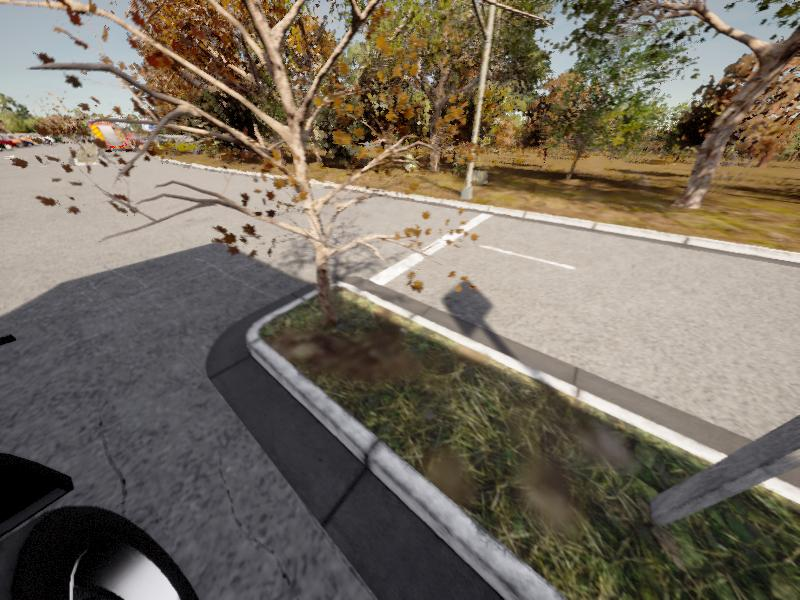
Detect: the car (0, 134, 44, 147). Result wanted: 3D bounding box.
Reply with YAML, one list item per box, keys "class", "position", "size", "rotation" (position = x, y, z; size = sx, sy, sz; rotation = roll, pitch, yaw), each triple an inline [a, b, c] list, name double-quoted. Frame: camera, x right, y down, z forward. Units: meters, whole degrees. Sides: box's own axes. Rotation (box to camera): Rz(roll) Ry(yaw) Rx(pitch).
- class: "car"
  position: [-75.313, -31.711, 45.775]
  size: [1.878, 1.987, 4.442]
  rotation: [16, 39, 22]

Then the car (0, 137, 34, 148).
- class: "car"
  position: [-69.144, -27.634, 40.486]
  size: [2.231, 1.521, 4.892]
  rotation: [16, 39, 21]

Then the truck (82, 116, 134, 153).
- class: "truck"
  position: [-41.954, -23.762, 33.293]
  size: [8.468, 3.827, 2.891]
  rotation: [29, 44, 34]

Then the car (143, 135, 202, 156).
- class: "car"
  position: [-27.730, -19.067, 28.410]
  size: [1.878, 1.987, 4.442]
  rotation: [14, 37, 17]

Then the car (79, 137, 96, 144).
- class: "car"
  position: [-79.748, -40.736, 58.992]
  size: [1.895, 1.301, 4.718]
  rotation: [-28, 44, -34]

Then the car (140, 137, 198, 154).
- class: "car"
  position: [-29.909, -20.184, 30.136]
  size: [2.185, 1.767, 4.553]
  rotation: [14, 37, 18]

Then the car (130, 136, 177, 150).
- class: "car"
  position: [-40.756, -26.073, 38.318]
  size: [2.185, 1.767, 4.553]
  rotation: [15, 37, 19]

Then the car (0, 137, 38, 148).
- class: "car"
  position: [-71.240, -28.902, 42.250]
  size: [2.097, 1.535, 5.008]
  rotation: [16, 39, 21]

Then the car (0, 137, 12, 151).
- class: "car"
  position: [-58.577, -21.342, 31.716]
  size: [2.097, 1.535, 5.008]
  rotation: [14, 39, 20]

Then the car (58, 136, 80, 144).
- class: "car"
  position: [-81.974, -39.668, 57.283]
  size: [2.242, 1.667, 4.611]
  rotation: [-28, 44, -34]

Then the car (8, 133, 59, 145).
- class: "car"
  position: [-83.572, -36.793, 52.812]
  size: [2.435, 2.045, 5.566]
  rotation: [17, 39, 22]

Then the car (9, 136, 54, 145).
- class: "car"
  position: [-81.519, -35.320, 51.191]
  size: [2.097, 1.535, 5.008]
  rotation: [16, 39, 22]

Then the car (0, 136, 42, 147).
- class: "car"
  position: [-73.379, -30.087, 43.898]
  size: [1.946, 1.575, 5.366]
  rotation: [16, 39, 21]

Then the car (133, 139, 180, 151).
- class: "car"
  position: [-38.601, -24.759, 36.777]
  size: [2.002, 1.452, 4.674]
  rotation: [14, 37, 19]

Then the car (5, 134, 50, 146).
- class: "car"
  position: [-79.421, -34.281, 49.355]
  size: [1.878, 1.987, 4.442]
  rotation: [16, 39, 22]

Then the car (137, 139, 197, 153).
- class: "car"
  position: [-32.019, -21.361, 31.988]
  size: [1.946, 1.575, 5.366]
  rotation: [14, 37, 18]

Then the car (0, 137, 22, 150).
- class: "car"
  position: [-62.835, -23.838, 35.193]
  size: [2.097, 1.535, 5.008]
  rotation: [15, 39, 20]

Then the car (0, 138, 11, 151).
- class: "car"
  position: [-56.412, -20.329, 29.872]
  size: [2.435, 2.045, 5.566]
  rotation: [14, 38, 20]

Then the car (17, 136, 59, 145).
- class: "car"
  position: [-85.609, -37.889, 54.768]
  size: [2.097, 1.535, 5.008]
  rotation: [16, 39, 22]

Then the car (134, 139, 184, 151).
- class: "car"
  position: [-36.443, -23.575, 35.132]
  size: [2.002, 1.452, 4.674]
  rotation: [14, 37, 19]

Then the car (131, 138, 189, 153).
- class: "car"
  position: [-34.337, -22.336, 33.331]
  size: [1.946, 1.575, 5.366]
  rotation: [15, 37, 18]

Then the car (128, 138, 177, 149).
- class: "car"
  position: [-42.803, -27.284, 40.219]
  size: [1.946, 1.575, 5.366]
  rotation: [15, 37, 20]
